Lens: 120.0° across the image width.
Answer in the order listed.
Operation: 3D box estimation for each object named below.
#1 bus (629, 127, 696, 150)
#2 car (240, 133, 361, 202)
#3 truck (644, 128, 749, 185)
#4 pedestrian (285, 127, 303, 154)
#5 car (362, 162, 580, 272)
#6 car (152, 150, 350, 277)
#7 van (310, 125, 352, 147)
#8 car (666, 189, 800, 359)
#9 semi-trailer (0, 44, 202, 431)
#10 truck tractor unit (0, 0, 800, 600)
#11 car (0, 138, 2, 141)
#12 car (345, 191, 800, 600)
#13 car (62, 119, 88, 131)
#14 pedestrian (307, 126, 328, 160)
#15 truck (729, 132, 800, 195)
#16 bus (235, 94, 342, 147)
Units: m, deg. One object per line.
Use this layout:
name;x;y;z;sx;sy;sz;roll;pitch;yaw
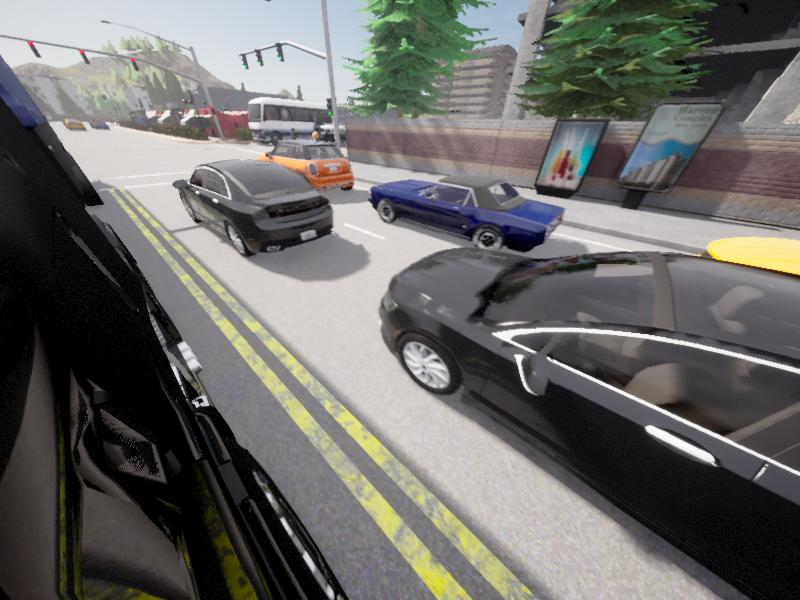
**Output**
bus;65.323;-40.628;58.094;10.273;4.253;3.944;28;44;30
car;-3.973;-5.473;9.242;4.553;1.767;2.097;28;44;30
truck;17.800;-9.051;14.384;2.615;2.467;5.204;28;44;30
pedestrian;-9.152;-13.871;20.059;0.751;1.860;0.751;27;43;29
car;1.380;-2.445;5.883;4.718;1.301;1.895;28;44;30
car;-3.555;-2.397;5.388;4.892;1.490;1.837;28;44;30
van;-8.414;-20.329;28.643;2.069;2.038;4.480;24;42;26
car;6.689;0.258;2.339;5.008;1.535;1.882;28;44;30
semi-trailer;-8.707;-3.579;4.248;14.254;4.402;2.717;28;44;30
truck tractor unit;-2.645;-0.295;0.352;6.516;4.208;3.053;28;44;30
car;-36.228;-14.247;19.460;5.366;1.575;1.801;29;44;31
car;1.965;0.513;1.779;4.892;1.490;1.837;28;44;30
car;-54.909;-29.541;39.019;5.008;1.535;1.882;27;43;30
pedestrian;-5.692;-10.846;16.011;0.751;1.860;0.751;24;42;26
truck;21.104;-7.312;12.229;2.615;2.467;5.204;28;44;30
bus;-12.679;-21.343;27.924;3.944;4.253;10.273;28;43;30
